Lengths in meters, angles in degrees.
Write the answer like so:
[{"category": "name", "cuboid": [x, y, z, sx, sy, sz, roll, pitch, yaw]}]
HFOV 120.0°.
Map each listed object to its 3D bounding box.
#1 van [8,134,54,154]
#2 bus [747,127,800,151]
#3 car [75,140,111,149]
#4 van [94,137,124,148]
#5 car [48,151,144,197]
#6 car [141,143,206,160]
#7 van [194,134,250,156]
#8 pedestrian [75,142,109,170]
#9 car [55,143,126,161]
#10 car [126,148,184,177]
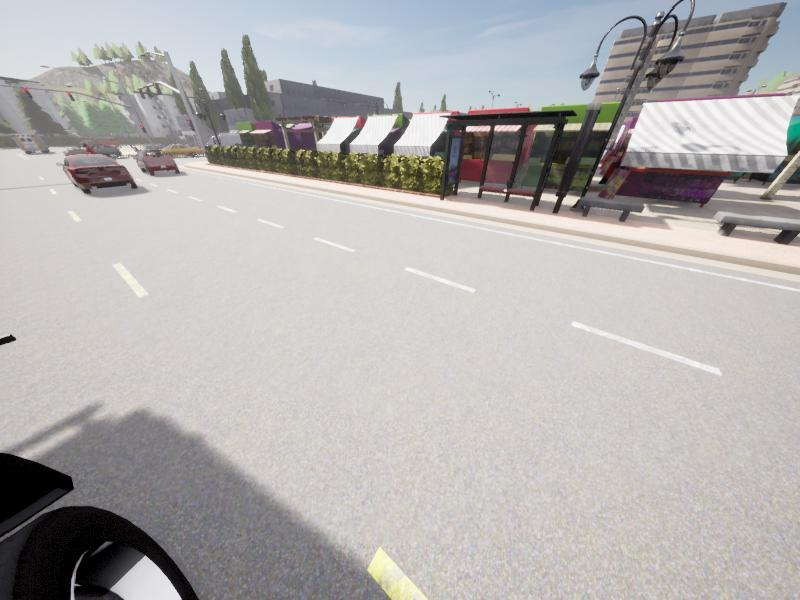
[{"category": "van", "cuboid": [-58.043, -24.745, 36.524, 6.366, 2.431, 2.351, 29, 44, 35]}, {"category": "bus", "cuboid": [88.024, -37.448, 53.897, 3.944, 4.253, 10.273, 22, 40, 27]}, {"category": "car", "cuboid": [-70.157, -35.688, 52.929, 2.152, 1.651, 5.027, -8, 36, -11]}, {"category": "van", "cuboid": [-66.572, -36.069, 52.932, 1.775, 1.987, 4.442, -10, 36, -14]}, {"category": "car", "cuboid": [-15.541, -6.563, 11.789, 5.008, 1.535, 1.882, 23, 41, 28]}, {"category": "car", "cuboid": [-28.098, -18.745, 28.959, 1.801, 1.575, 5.366, 21, 40, 26]}, {"category": "van", "cuboid": [-26.856, -23.713, 35.187, 1.988, 2.561, 5.915, 24, 42, 29]}, {"category": "pedestrian", "cuboid": [-24.170, -11.331, 18.177, 0.751, 1.860, 0.751, 22, 40, 27]}, {"category": "car", "cuboid": [-35.183, -16.967, 26.433, 2.007, 1.525, 4.514, 24, 41, 29]}, {"category": "car", "cuboid": [-17.696, -10.005, 16.668, 3.633, 1.501, 1.845, 25, 42, 31]}]
